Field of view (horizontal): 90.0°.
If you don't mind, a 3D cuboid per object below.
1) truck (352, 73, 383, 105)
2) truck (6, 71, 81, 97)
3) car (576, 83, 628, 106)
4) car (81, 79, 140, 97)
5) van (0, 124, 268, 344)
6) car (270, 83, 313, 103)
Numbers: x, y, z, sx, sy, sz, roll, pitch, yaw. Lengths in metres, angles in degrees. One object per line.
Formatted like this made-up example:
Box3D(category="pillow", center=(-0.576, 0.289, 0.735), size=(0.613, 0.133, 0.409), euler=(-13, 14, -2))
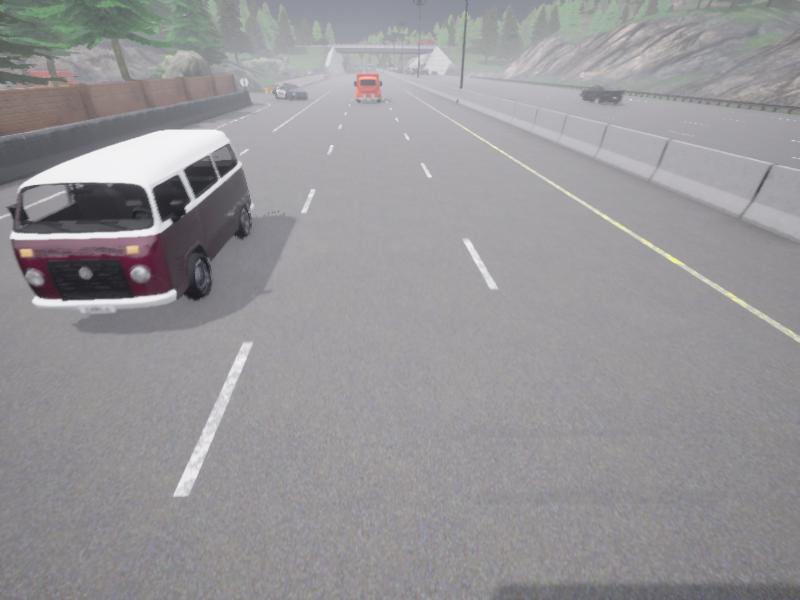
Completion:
Box3D(category="truck", center=(-2.992, -19.897, 37.573), size=(2.627, 2.467, 5.204), euler=(-2, 30, -4))
Box3D(category="truck", center=(-39.707, -24.175, 44.750), size=(5.204, 2.467, 2.627), euler=(-2, 30, -3))
Box3D(category="car", center=(18.188, -18.695, 36.282), size=(1.882, 1.535, 5.008), euler=(-2, 30, -3))
Box3D(category="car", center=(-32.709, -24.055, 45.328), size=(4.856, 1.649, 2.033), euler=(-2, 30, -3))
Box3D(category="van", center=(-3.859, -1.487, 6.547), size=(2.069, 2.038, 4.480), euler=(-2, 30, -3))
Box3D(category="car", center=(-11.017, -21.044, 40.517), size=(2.038, 1.542, 4.974), euler=(-23, 37, -32))
